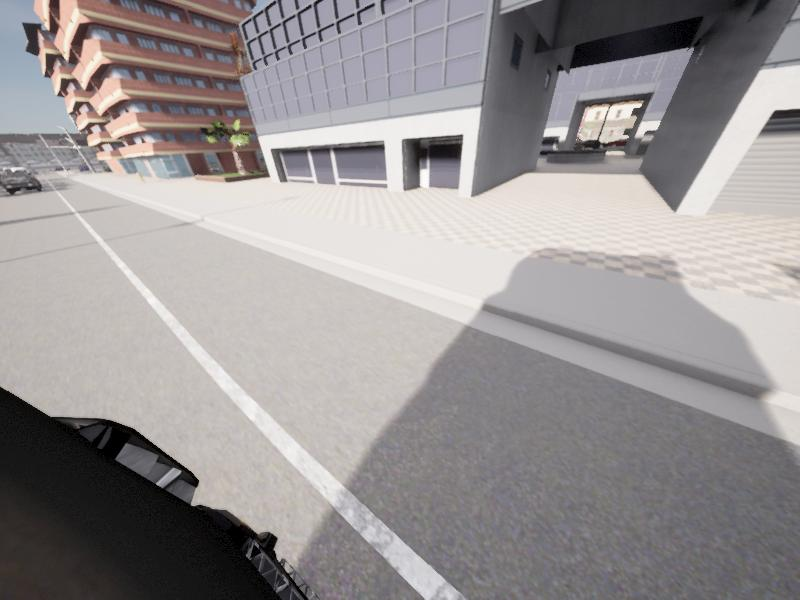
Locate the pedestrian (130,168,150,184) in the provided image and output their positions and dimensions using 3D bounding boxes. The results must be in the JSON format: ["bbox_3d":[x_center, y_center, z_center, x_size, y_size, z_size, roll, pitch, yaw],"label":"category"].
[{"bbox_3d":[-26.341,-12.558,23.433,0.751,1.300,0.751,-25,39,-30],"label":"pedestrian"}]

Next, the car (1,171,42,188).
[{"bbox_3d":[-49.331,-15.855,30.239,5.027,1.651,2.152,20,40,31],"label":"car"}]

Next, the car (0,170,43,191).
[{"bbox_3d":[-42.865,-13.556,26.113,4.553,1.767,2.097,20,40,31],"label":"car"}]

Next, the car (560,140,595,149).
[{"bbox_3d":[35.522,-31.211,46.313,5.357,1.411,2.033,22,41,30],"label":"car"}]

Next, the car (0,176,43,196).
[{"bbox_3d":[-37.281,-11.305,22.737,4.718,1.301,1.895,20,40,31],"label":"car"}]

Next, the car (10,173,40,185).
[{"bbox_3d":[-55.857,-18.122,34.450,4.718,1.301,1.895,20,40,31],"label":"car"}]

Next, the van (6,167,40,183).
[{"bbox_3d":[-62.119,-20.697,38.132,4.480,2.038,2.069,20,40,31],"label":"van"}]

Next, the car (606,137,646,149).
[{"bbox_3d":[41.440,-28.953,42.623,5.008,1.535,1.882,21,40,30],"label":"car"}]

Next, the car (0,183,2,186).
[{"bbox_3d":[-57.607,-16.487,31.864,4.974,1.542,2.038,20,40,31],"label":"car"}]

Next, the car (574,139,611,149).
[{"bbox_3d":[35.508,-28.805,42.715,4.892,1.490,1.837,22,41,30],"label":"car"}]
